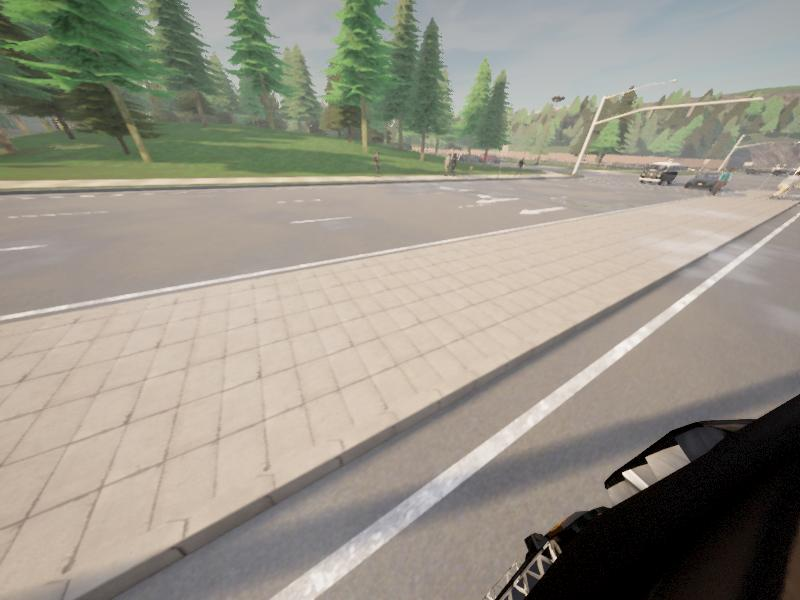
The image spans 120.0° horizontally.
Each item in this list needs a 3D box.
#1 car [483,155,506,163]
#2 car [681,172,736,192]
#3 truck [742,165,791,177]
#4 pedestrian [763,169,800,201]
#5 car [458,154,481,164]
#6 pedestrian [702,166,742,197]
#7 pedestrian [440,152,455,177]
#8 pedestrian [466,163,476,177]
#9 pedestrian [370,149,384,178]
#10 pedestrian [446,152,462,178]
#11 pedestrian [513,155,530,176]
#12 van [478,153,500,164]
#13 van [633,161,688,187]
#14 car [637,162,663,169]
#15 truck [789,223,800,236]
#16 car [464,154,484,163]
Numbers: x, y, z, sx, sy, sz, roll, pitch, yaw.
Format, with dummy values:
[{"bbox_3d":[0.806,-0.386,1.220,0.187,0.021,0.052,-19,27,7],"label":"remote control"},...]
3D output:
[{"bbox_3d":[23.273,-34.965,57.292,2.038,1.542,4.974,-16,38,-25],"label":"car"},{"bbox_3d":[29.322,-11.283,21.990,4.181,1.385,1.994,-15,37,-25],"label":"car"},{"bbox_3d":[93.447,-33.049,59.012,2.390,2.098,6.274,-16,38,-26],"label":"truck"},{"bbox_3d":[26.852,-7.956,15.994,0.751,1.860,0.751,7,34,7],"label":"pedestrian"},{"bbox_3d":[15.277,-31.297,51.115,2.033,1.649,4.856,-16,37,-25],"label":"car"},{"bbox_3d":[22.428,-8.240,16.103,0.751,1.860,0.751,-16,38,-27],"label":"pedestrian"},{"bbox_3d":[4.232,-12.051,20.546,0.751,1.860,0.751,-17,38,-27],"label":"pedestrian"},{"bbox_3d":[6.687,-12.297,21.788,0.500,1.100,0.500,-18,39,-28],"label":"pedestrian"},{"bbox_3d":[-1.725,-10.394,17.599,0.751,1.860,0.751,-16,38,-25],"label":"pedestrian"},{"bbox_3d":[4.682,-11.779,20.165,0.751,1.860,0.751,-13,37,-23],"label":"pedestrian"},{"bbox_3d":[12.741,-14.111,24.290,0.751,1.860,0.751,-10,35,-18],"label":"pedestrian"},{"bbox_3d":[20.998,-33.519,54.570,1.775,1.987,4.442,-16,38,-25],"label":"van"},{"bbox_3d":[27.144,-13.165,24.079,4.480,2.038,2.069,-15,37,-25],"label":"van"},{"bbox_3d":[76.968,-41.512,71.126,2.038,1.542,4.974,-16,38,-26],"label":"car"},{"bbox_3d":[19.586,-4.483,8.732,8.468,3.827,2.891,-16,38,-26],"label":"truck"},{"bbox_3d":[17.284,-33.166,54.136,1.851,1.617,3.988,-16,38,-25],"label":"car"}]
